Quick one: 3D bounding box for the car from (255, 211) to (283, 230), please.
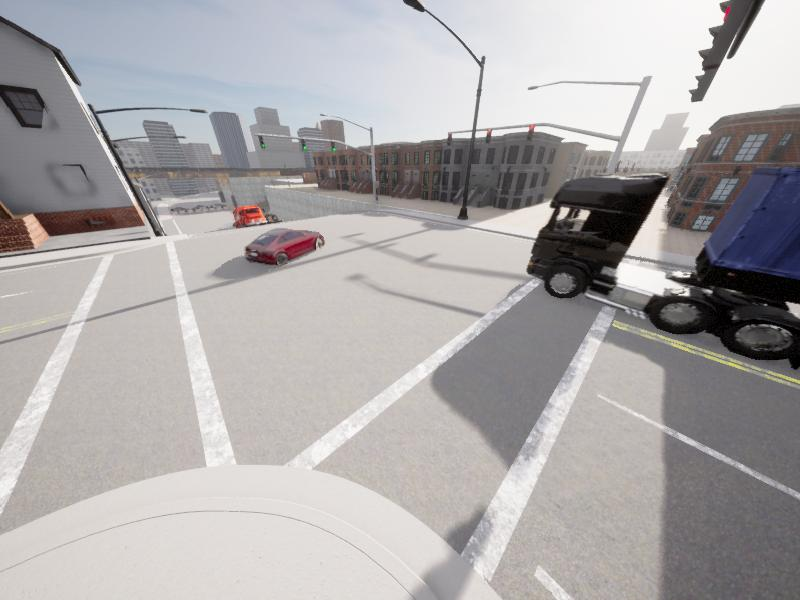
[{"bbox_3d":[-19.053,-11.469,33.530,1.932,1.855,4.605,-26,24,-38],"label":"car"}]

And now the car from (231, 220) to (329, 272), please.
[{"bbox_3d":[-6.004,-3.058,12.239,1.994,1.385,4.181,11,32,18],"label":"car"}]

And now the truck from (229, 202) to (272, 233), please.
[{"bbox_3d":[-17.447,-9.513,26.844,2.627,2.467,5.204,-27,26,-37],"label":"truck"}]

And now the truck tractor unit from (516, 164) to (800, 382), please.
[{"bbox_3d":[7.930,-1.644,6.941,3.053,4.208,6.516,-26,39,-37],"label":"truck tractor unit"}]

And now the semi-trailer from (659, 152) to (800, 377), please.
[{"bbox_3d":[13.443,1.107,1.976,2.717,4.402,14.254,-26,39,-37],"label":"semi-trailer"}]
